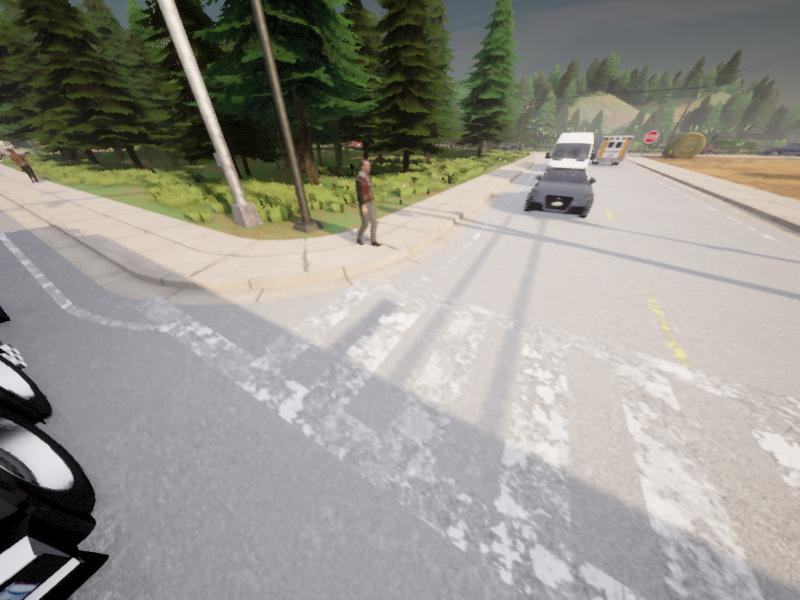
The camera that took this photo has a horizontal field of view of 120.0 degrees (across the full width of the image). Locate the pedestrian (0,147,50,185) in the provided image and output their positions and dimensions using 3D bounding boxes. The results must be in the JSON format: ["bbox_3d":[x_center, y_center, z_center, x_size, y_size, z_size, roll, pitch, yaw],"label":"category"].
[{"bbox_3d":[-22.142,-7.903,13.607,0.751,1.860,0.751,15,38,21],"label":"pedestrian"}]

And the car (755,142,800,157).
[{"bbox_3d":[52.558,-20.229,31.009,4.856,1.649,2.033,21,40,27],"label":"car"}]

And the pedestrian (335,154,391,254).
[{"bbox_3d":[-0.734,-2.107,5.120,0.751,1.860,0.751,18,39,25],"label":"pedestrian"}]

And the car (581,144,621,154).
[{"bbox_3d":[34.606,-26.087,39.899,4.718,1.301,1.895,9,36,13],"label":"car"}]

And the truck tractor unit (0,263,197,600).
[{"bbox_3d":[-5.112,-0.300,0.773,6.516,4.208,3.053,18,39,24],"label":"truck tractor unit"}]

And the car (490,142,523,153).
[{"bbox_3d":[20.777,-29.867,45.148,5.238,1.638,1.930,21,40,27],"label":"car"}]

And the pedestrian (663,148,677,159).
[{"bbox_3d":[31.232,-16.975,26.766,0.500,1.100,0.500,15,38,21],"label":"pedestrian"}]

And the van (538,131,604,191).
[{"bbox_3d":[10.088,-8.487,13.874,1.988,2.561,5.915,19,39,25],"label":"van"}]

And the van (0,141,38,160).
[{"bbox_3d":[-63.053,-23.682,36.462,2.351,2.431,6.366,-8,36,-10],"label":"van"}]

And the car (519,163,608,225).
[{"bbox_3d":[6.231,-4.321,8.961,1.994,1.385,4.181,19,39,25],"label":"car"}]

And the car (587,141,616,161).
[{"bbox_3d":[25.199,-18.757,29.011,1.905,1.878,3.866,19,39,25],"label":"car"}]

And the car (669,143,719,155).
[{"bbox_3d":[44.794,-23.109,35.354,4.193,1.474,1.816,21,40,27],"label":"car"}]

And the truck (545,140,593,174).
[{"bbox_3d":[14.457,-12.451,19.898,2.390,2.098,6.274,19,39,25],"label":"truck"}]

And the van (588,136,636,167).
[{"bbox_3d":[21.488,-15.435,23.817,2.351,2.431,6.366,19,39,25],"label":"van"}]
